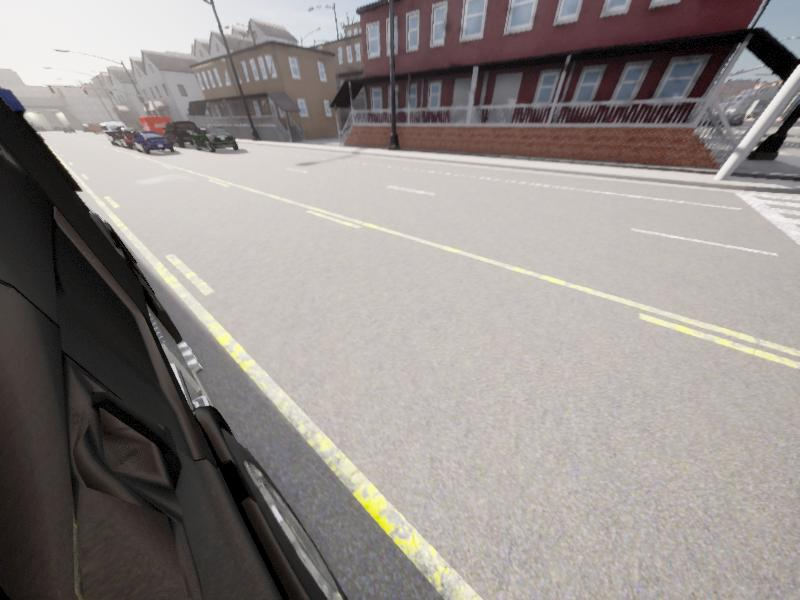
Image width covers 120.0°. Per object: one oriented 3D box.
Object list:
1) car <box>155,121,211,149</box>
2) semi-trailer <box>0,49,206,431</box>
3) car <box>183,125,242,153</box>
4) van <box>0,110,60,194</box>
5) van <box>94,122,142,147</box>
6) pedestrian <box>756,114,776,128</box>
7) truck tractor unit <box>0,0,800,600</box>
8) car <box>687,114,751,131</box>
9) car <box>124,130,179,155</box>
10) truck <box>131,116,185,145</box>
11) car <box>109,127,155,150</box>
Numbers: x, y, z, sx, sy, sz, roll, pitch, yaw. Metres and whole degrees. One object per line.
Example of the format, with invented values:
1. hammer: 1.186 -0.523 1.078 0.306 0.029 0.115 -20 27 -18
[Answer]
1. car: -21.656 -16.549 23.054 5.566 2.045 2.150 26 45 29
2. semi-trailer: -8.982 -3.285 4.099 14.254 4.402 2.717 24 45 29
3. car: -15.939 -13.756 19.615 4.553 1.767 2.097 25 45 29
4. van: -17.096 -6.341 9.652 5.915 2.561 1.988 25 45 29
5. van: -30.830 -18.163 25.272 4.480 2.038 2.069 25 45 29
6. pedestrian: 60.540 -29.666 38.235 0.751 1.860 0.751 27 46 31
7. truck tractor unit: -2.645 -0.295 0.351 6.516 4.208 3.053 28 43 30
8. car: 50.515 -28.335 36.765 2.150 2.045 5.566 -30 48 -32
9. car: -20.579 -13.061 19.105 4.674 1.442 1.812 25 45 29
10. truck: -27.923 -19.607 26.699 5.204 2.467 2.627 26 46 30
11. car: -25.984 -15.697 22.410 3.988 1.617 1.851 25 45 29
